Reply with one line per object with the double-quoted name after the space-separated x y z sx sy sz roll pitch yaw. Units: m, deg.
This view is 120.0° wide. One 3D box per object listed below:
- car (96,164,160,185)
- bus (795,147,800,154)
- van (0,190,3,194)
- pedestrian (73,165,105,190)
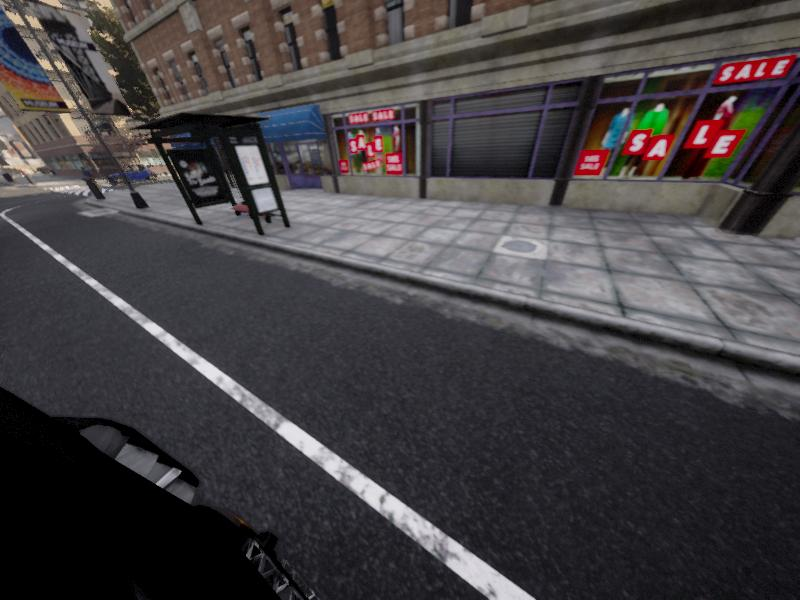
-29.471 -13.748 25.201 1.851 1.617 3.988 17 39 27 "car"
38.723 -12.617 15.849 10.273 4.253 3.944 16 38 26 "bus"
-39.977 -10.415 20.671 4.480 2.038 2.069 1 34 6 "van"
-27.252 -10.721 20.255 0.751 1.860 0.751 13 37 22 "pedestrian"
